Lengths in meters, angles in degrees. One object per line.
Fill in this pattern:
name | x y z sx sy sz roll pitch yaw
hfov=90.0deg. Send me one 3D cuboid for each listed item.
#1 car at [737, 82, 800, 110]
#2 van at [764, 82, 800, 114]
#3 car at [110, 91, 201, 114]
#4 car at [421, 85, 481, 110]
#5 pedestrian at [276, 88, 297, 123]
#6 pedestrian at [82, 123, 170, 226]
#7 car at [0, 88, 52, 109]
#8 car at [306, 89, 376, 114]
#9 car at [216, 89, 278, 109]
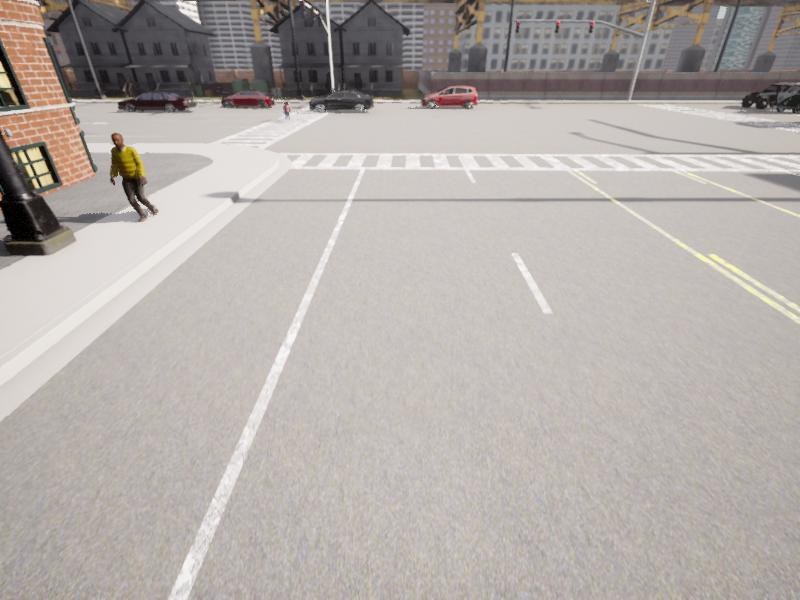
car | 30.307 -16.539 32.396 3.866 1.878 1.905 1 30 1
van | 30.063 -14.813 29.351 4.442 1.987 1.775 1 30 1
car | -18.337 -14.973 30.219 5.357 1.411 2.033 1 30 1
car | 4.090 -16.667 32.837 4.611 1.667 2.242 0 30 1
pedestrian | -6.857 -11.732 24.166 0.751 1.860 0.751 4 31 7
pedestrian | -5.499 -2.553 8.172 0.751 1.860 0.751 -3 30 -5
car | -32.858 -16.866 33.456 5.357 1.411 2.033 0 30 1
car | -4.344 -14.897 29.986 4.892 1.490 1.837 1 30 1
car | -12.603 -16.680 33.161 4.181 1.385 1.994 0 30 1
